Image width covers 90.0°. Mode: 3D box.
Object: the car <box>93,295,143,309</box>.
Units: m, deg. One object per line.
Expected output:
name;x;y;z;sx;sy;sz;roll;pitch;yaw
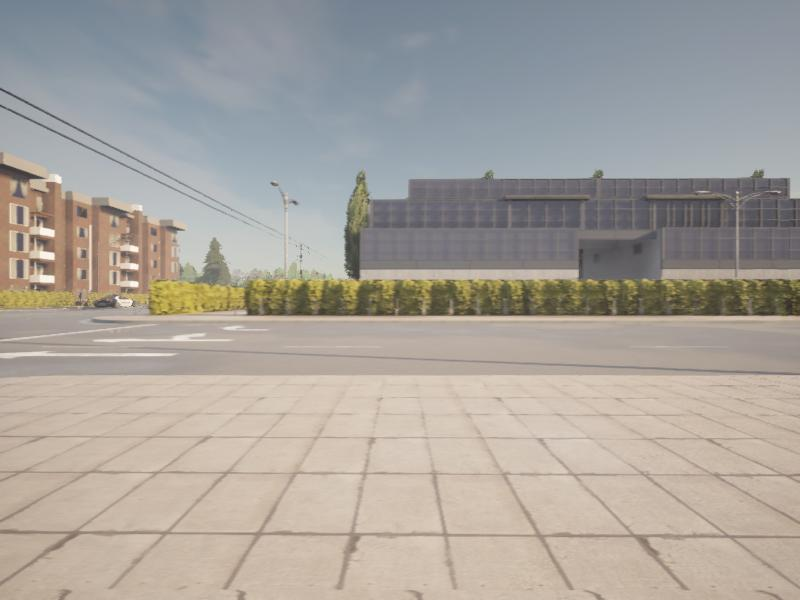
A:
car;-31.327;0.225;44.616;2.038;1.542;4.974;0;0;1
